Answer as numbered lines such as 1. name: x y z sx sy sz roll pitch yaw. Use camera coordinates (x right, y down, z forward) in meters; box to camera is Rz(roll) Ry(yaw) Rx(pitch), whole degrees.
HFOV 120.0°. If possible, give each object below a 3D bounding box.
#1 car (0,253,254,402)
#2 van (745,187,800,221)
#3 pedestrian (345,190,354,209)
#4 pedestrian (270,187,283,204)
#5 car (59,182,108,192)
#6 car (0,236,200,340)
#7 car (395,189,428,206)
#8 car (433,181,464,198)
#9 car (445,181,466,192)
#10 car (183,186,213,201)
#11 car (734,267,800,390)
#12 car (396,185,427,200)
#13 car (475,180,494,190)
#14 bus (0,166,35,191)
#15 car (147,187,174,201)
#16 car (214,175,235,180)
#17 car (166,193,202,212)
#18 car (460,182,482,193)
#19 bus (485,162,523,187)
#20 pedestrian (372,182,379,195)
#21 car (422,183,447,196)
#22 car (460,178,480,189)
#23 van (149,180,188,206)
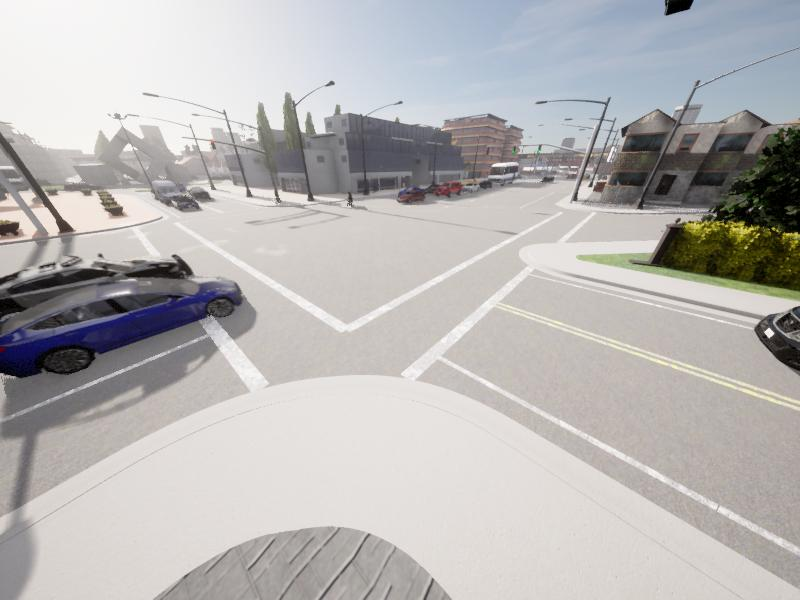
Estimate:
1. car: -7.360 0.211 6.561 2.163 1.488 4.792 24 38 35
2. van: 36.272 -8.797 21.008 5.915 2.561 1.988 -3 30 -5
3. pedestrian: -5.675 -11.308 25.987 0.751 1.860 0.751 0 30 0
4. pedestrian: -15.040 -12.719 28.134 0.751 1.860 0.751 3 30 5
5. car: -62.277 -22.355 45.622 5.357 1.411 2.033 -10 31 -16
6. car: -10.702 -0.683 7.963 1.930 1.638 5.238 22 37 33
7. car: 1.588 -13.439 30.091 1.812 1.442 4.674 23 38 34
8. car: 7.679 -17.407 36.259 2.150 2.045 5.566 23 37 34
9. car: 10.656 -21.736 44.166 1.994 1.385 4.181 24 39 35
10. car: -29.580 -15.644 33.766 5.238 1.638 1.930 23 37 34
11. car: 11.035 1.388 3.860 5.566 2.045 2.150 23 37 34
12. car: 1.789 -16.373 35.030 1.882 1.535 5.008 22 37 34
13. car: 16.769 -22.828 45.709 1.816 1.474 4.193 23 38 34
14. bus: -80.532 -25.074 47.480 10.273 4.253 3.944 18 34 28
15. car: -35.140 -15.621 33.838 3.633 1.501 1.845 22 37 33
16. car: -62.529 -43.667 82.536 5.357 1.411 2.033 -6 30 -9
17. car: -24.281 -11.043 25.962 4.193 1.474 1.816 23 37 34
18. car: 12.812 -20.326 41.678 1.812 1.442 4.674 23 38 34
19. bus: 23.187 -28.019 51.379 3.944 4.253 10.273 23 39 34
20. pedestrian: -3.970 -17.855 36.998 0.751 1.860 0.751 23 37 34
21. car: 5.948 -18.877 39.331 1.837 1.490 4.892 22 38 34
22. car: 14.715 -24.380 48.283 1.882 1.535 5.008 23 39 34
23. van: -29.986 -13.922 29.886 5.915 2.561 1.988 23 37 34
